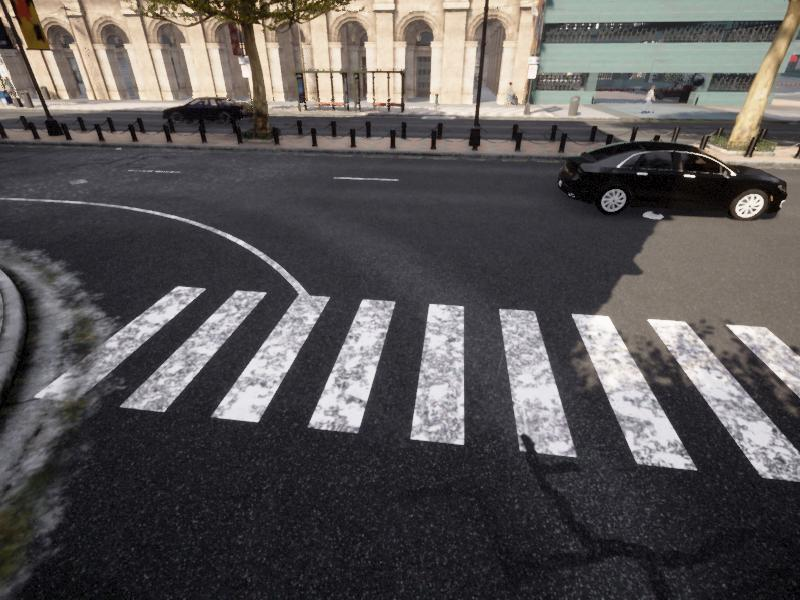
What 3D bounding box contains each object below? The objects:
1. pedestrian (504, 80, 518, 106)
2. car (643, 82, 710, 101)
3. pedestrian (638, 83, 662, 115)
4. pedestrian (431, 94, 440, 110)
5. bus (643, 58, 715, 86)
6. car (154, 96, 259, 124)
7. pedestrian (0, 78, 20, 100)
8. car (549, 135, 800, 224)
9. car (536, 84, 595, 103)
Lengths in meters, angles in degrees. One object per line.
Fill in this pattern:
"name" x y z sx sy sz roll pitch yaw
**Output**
"pedestrian" 9.183 -17.132 33.162 0.751 1.860 0.751 4 31 8
"car" 27.821 -21.118 40.451 4.902 1.511 2.128 4 31 7
"pedestrian" 16.999 -13.667 27.231 0.751 1.860 0.751 5 31 8
"pedestrian" 2.692 -14.861 30.025 0.500 1.100 0.500 10 32 16
"bus" 52.669 -43.235 75.841 10.273 4.253 3.944 18 35 28
"car" -11.902 -11.838 24.903 5.357 1.411 2.033 1 30 2
"pedestrian" -38.108 -20.532 38.973 0.751 1.860 0.751 4 31 7
"car" 6.437 -2.982 9.645 4.892 1.490 1.837 4 31 7
"car" 15.761 -19.862 38.376 4.786 1.482 2.161 4 31 7
